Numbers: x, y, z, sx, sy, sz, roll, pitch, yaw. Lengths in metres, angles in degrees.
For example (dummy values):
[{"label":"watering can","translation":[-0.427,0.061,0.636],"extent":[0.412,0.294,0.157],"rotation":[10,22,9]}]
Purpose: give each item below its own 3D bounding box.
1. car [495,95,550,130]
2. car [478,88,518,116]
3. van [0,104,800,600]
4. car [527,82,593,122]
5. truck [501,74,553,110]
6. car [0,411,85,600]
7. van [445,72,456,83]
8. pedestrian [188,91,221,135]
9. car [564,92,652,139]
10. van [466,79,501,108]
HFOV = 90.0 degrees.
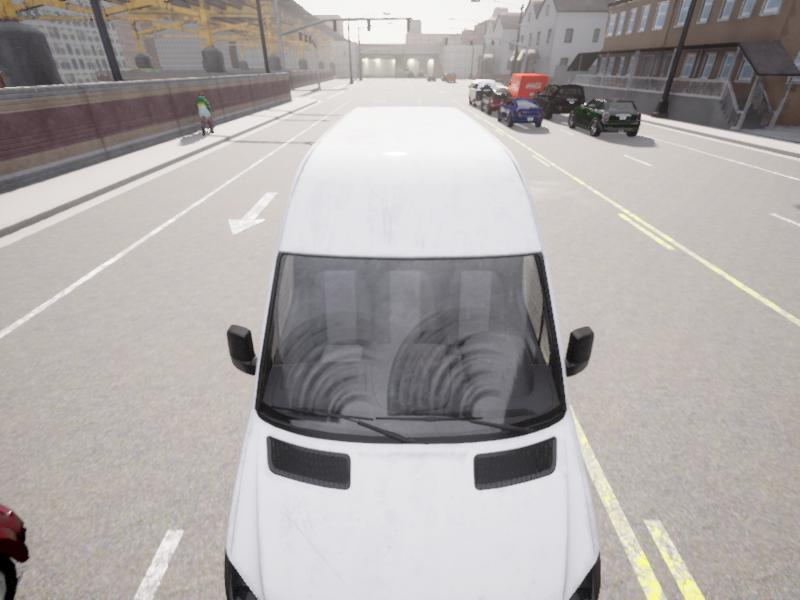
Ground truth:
[{"label":"car","translation":[7.115,-11.167,23.704],"extent":[1.812,1.442,4.674],"rotation":[0,30,0]},{"label":"car","translation":[7.143,-14.699,29.586],"extent":[1.851,1.617,3.988],"rotation":[0,30,0]},{"label":"van","translation":[0.064,-0.281,3.973],"extent":[1.988,2.561,5.915],"rotation":[0,30,0]},{"label":"car","translation":[10.614,-13.479,27.070],"extent":[2.150,2.045,5.566],"rotation":[0,30,0]},{"label":"truck","translation":[10.533,-17.630,33.754],"extent":[2.627,2.467,5.204],"rotation":[1,30,1]},{"label":"car","translation":[-3.431,2.195,0.885],"extent":[1.994,1.385,4.181],"rotation":[1,31,1]},{"label":"van","translation":[10.802,-47.444,85.253],"extent":[1.775,1.987,4.442],"rotation":[0,30,0]},{"label":"pedestrian","translation":[-9.234,-8.847,18.935],"extent":[0.751,1.860,0.751],"rotation":[2,30,3]},{"label":"car","translation":[10.617,-9.722,20.890],"extent":[2.097,1.767,4.553],"rotation":[0,30,0]},{"label":"van","translation":[7.158,-17.985,34.779],"extent":[2.069,2.038,4.480],"rotation":[0,30,0]}]
